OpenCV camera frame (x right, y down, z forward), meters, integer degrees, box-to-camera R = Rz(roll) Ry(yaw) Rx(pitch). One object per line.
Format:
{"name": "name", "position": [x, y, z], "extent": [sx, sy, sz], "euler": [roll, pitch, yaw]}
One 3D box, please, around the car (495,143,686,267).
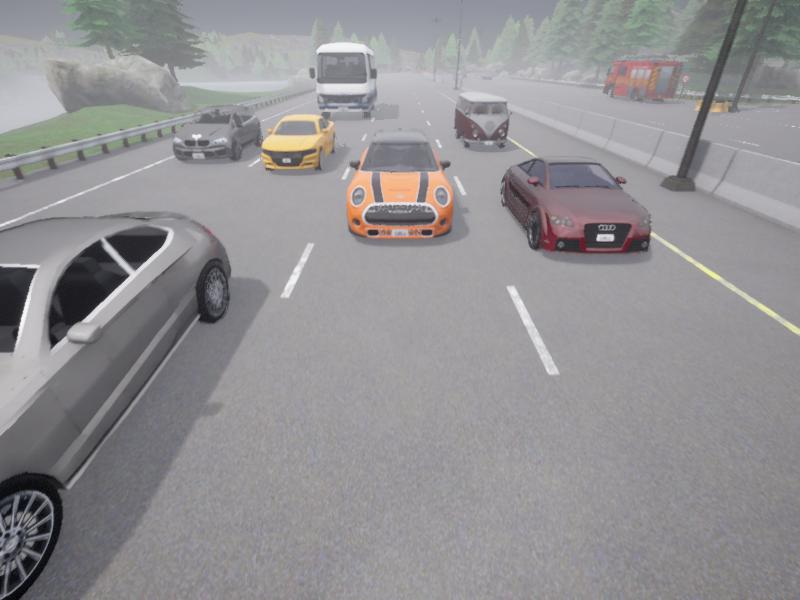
{"name": "car", "position": [3.502, -2.225, 8.436], "extent": [1.994, 1.385, 4.181], "euler": [0, 30, 0]}

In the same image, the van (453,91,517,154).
{"name": "van", "position": [3.502, -7.818, 17.372], "extent": [1.775, 1.987, 4.442], "euler": [0, 31, 0]}

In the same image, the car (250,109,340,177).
{"name": "car", "position": [-3.499, -5.802, 14.379], "extent": [1.882, 1.535, 5.008], "euler": [0, 30, 0]}

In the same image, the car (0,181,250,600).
{"name": "car", "position": [-3.497, 0.306, 3.864], "extent": [2.152, 1.651, 5.027], "euler": [0, 30, 0]}

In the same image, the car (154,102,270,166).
{"name": "car", "position": [-6.999, -6.601, 15.612], "extent": [2.242, 1.667, 4.611], "euler": [0, 30, 0]}

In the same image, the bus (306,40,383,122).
{"name": "bus", "position": [-3.379, -15.481, 28.231], "extent": [3.944, 4.253, 10.273], "euler": [0, 30, 0]}

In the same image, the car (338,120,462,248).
{"name": "car", "position": [0.000, -2.909, 9.182], "extent": [2.097, 1.767, 4.553], "euler": [0, 30, 0]}

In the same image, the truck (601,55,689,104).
{"name": "truck", "position": [23.957, -22.110, 39.967], "extent": [2.891, 3.827, 8.468], "euler": [-1, 30, -2]}

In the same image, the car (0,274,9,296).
{"name": "car", "position": [-6.999, 0.525, 3.531], "extent": [1.801, 1.575, 5.366], "euler": [0, 30, 0]}
